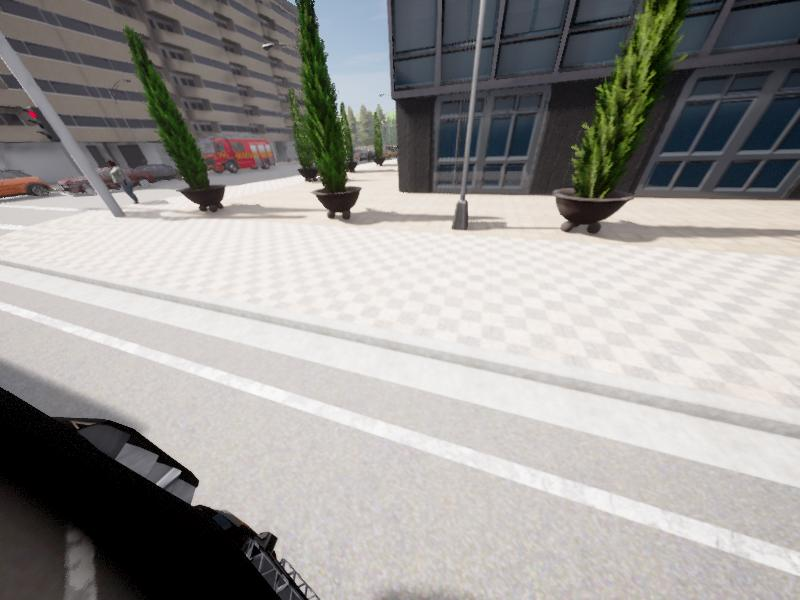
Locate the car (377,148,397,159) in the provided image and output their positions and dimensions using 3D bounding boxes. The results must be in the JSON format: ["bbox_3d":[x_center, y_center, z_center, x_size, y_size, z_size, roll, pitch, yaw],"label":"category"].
[{"bbox_3d":[-2.398,-28.288,44.640,1.801,1.575,5.366,9,36,17],"label":"car"}]

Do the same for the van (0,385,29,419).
[{"bbox_3d":[-6.382,0.432,1.830,4.442,1.987,1.775,9,35,16],"label":"van"}]

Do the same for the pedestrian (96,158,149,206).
[{"bbox_3d":[-12.832,-5.463,10.723,0.751,1.860,0.751,22,41,31],"label":"pedestrian"}]

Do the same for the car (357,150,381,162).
[{"bbox_3d":[-5.057,-23.790,38.155,2.007,1.525,4.514,9,36,17],"label":"car"}]

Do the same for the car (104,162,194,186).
[{"bbox_3d":[-23.005,-11.803,21.556,2.033,1.411,5.357,9,35,16],"label":"car"}]

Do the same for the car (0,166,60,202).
[{"bbox_3d":[-26.066,-7.210,14.548,2.097,1.767,4.553,11,36,19],"label":"car"}]

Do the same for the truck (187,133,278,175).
[{"bbox_3d":[-19.945,-18.095,28.554,2.891,3.827,8.468,9,36,17],"label":"truck"}]

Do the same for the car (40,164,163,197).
[{"bbox_3d":[-21.141,-8.778,16.799,1.882,1.535,5.008,8,35,16],"label":"car"}]
